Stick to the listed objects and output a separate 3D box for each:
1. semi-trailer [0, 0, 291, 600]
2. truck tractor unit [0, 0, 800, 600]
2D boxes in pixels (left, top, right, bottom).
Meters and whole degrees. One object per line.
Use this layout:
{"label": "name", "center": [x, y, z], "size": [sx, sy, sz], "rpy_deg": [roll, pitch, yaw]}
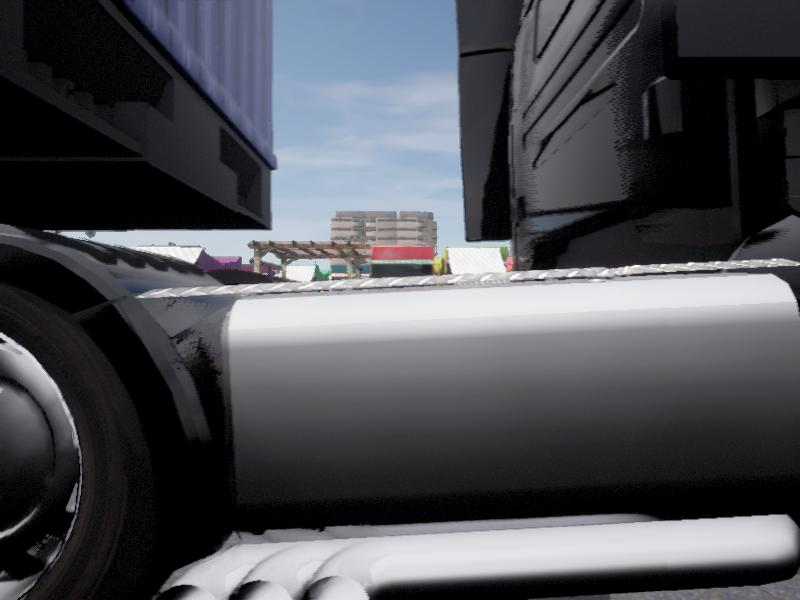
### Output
{"label": "semi-trailer", "center": [-8.052, -1.231, 2.001], "size": [14.254, 4.402, 2.717], "rpy_deg": [0, 0, -1]}
{"label": "truck tractor unit", "center": [-0.143, -1.123, 2.116], "size": [6.516, 4.208, 3.053], "rpy_deg": [0, 0, -1]}
